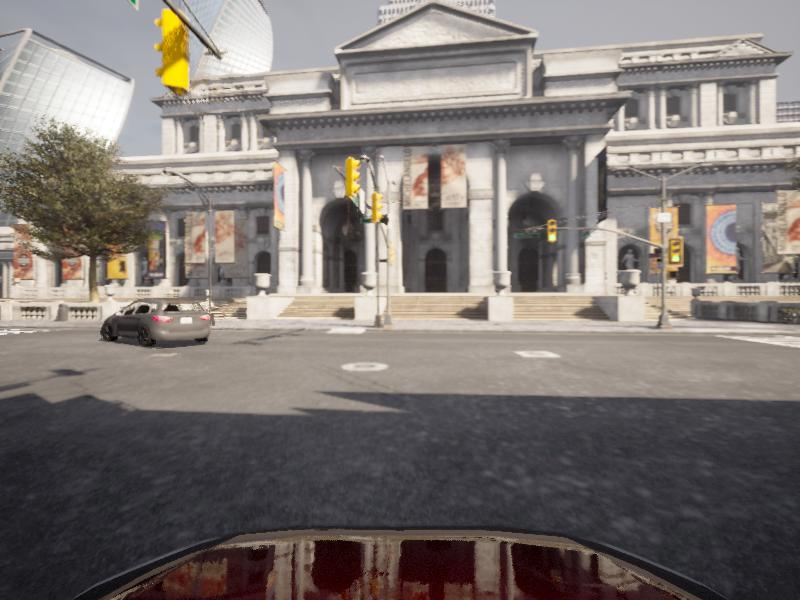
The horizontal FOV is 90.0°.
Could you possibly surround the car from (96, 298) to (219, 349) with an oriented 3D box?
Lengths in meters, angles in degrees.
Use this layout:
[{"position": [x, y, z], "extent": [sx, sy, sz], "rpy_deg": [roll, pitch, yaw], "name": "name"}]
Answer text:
[{"position": [-9.309, 0.774, 15.246], "extent": [4.611, 1.667, 2.242], "rpy_deg": [0, 0, 33], "name": "car"}]
